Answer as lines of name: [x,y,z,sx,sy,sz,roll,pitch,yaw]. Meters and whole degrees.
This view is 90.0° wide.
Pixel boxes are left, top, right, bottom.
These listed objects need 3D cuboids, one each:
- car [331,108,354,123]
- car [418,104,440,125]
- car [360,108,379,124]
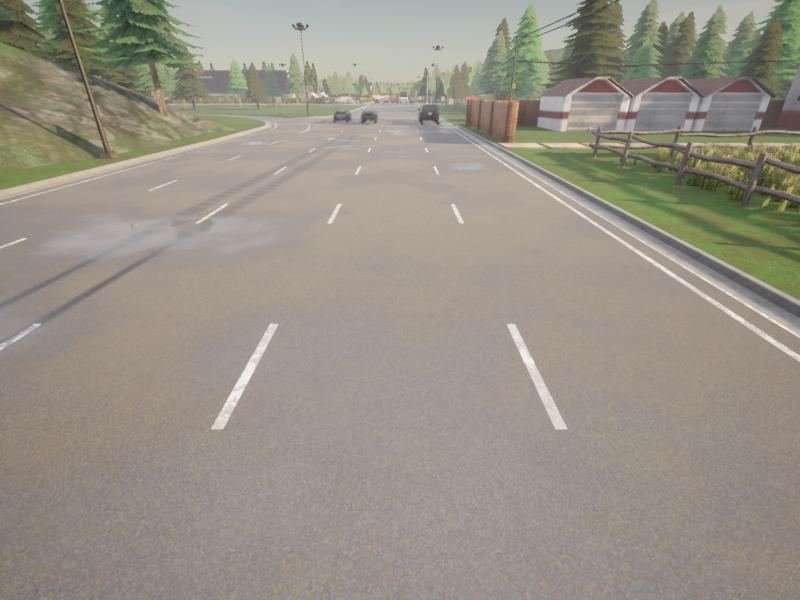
car: [-7.143,-23.094,49.982,2.128,1.511,4.902,0,27,0]
car: [3.360,-22.004,47.269,2.150,2.045,5.566,0,27,0]
car: [-3.642,-22.253,48.362,1.837,1.490,4.892,0,28,0]
